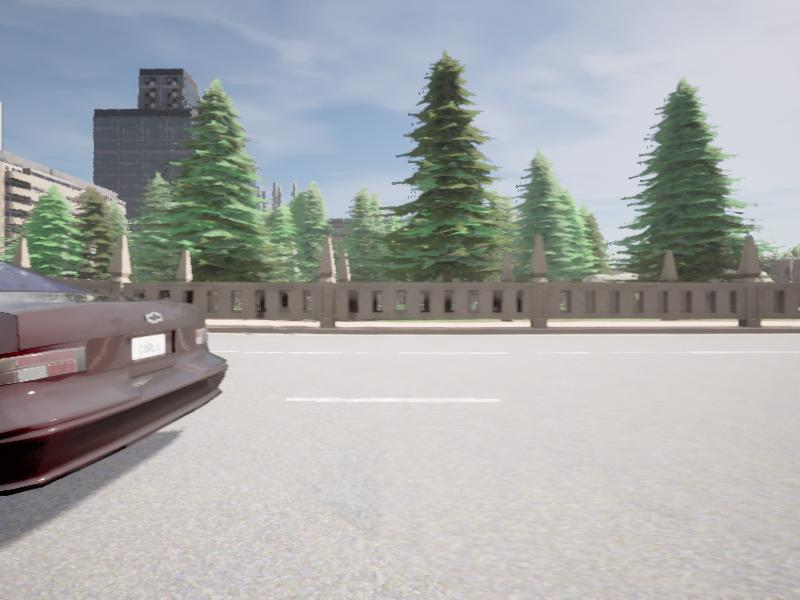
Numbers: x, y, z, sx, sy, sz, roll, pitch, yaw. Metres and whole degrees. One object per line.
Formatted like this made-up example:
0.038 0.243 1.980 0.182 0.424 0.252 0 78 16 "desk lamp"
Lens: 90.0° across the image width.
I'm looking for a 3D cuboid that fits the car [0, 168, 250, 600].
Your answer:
-3.897 0.262 2.204 5.357 1.411 2.033 1 0 0 "car"
